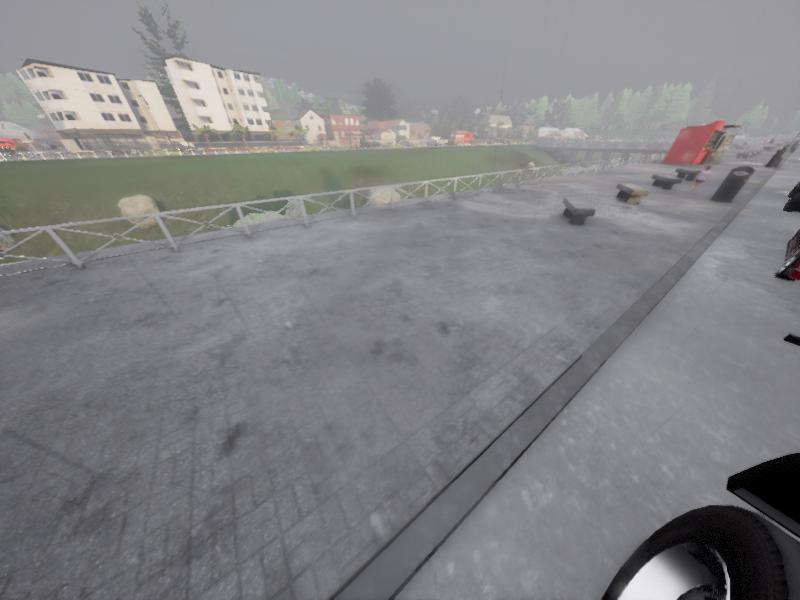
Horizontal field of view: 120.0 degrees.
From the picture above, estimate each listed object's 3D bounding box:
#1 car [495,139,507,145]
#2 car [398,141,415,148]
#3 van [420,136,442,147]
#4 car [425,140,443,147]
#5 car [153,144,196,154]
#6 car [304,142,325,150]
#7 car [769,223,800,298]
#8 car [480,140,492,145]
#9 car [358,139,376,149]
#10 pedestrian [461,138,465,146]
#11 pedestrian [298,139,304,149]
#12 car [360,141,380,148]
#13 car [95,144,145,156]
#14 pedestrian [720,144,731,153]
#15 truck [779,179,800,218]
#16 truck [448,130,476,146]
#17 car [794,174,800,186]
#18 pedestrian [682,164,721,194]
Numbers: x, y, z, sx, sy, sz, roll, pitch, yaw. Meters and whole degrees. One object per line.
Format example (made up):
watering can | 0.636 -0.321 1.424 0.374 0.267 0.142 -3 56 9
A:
car | 35.037 -54.833 80.126 3.988 1.617 1.851 -22 41 -28
car | 1.841 -41.441 61.410 4.193 1.474 1.816 -22 41 -28
van | 9.244 -47.618 69.294 6.366 2.431 2.351 -22 41 -28
car | 9.803 -44.645 65.904 4.792 1.488 2.163 -22 41 -28
car | -40.407 -27.182 41.572 5.357 1.411 2.033 -22 41 -28
car | -19.687 -35.531 53.266 3.806 1.475 1.970 -22 41 -28
car | 8.893 -0.967 4.029 4.181 1.385 1.994 -22 40 -28
car | 30.408 -55.716 81.534 3.806 1.475 1.970 -22 41 -28
car | -7.961 -37.647 55.766 3.866 1.878 1.905 -22 41 -28
pedestrian | 17.726 -44.440 64.999 0.751 1.860 0.751 -22 41 -28
pedestrian | -23.797 -37.626 55.639 0.751 1.860 0.751 -30 45 -35
car | -7.714 -40.401 59.990 4.892 1.490 1.837 -22 41 -28
car | -46.099 -24.846 38.213 4.892 1.490 1.837 -21 40 -27
pedestrian | 48.850 -22.733 34.650 0.500 1.100 0.500 -25 42 -31
truck | 16.368 -4.280 8.041 6.274 2.098 2.390 -22 41 -28
truck | 18.786 -49.225 70.292 8.468 3.827 2.891 -22 41 -28
car | 24.002 -7.119 12.520 4.902 1.511 2.128 -22 41 -28
pedestrian | 13.253 -5.325 10.189 0.500 1.100 0.500 22 41 29
